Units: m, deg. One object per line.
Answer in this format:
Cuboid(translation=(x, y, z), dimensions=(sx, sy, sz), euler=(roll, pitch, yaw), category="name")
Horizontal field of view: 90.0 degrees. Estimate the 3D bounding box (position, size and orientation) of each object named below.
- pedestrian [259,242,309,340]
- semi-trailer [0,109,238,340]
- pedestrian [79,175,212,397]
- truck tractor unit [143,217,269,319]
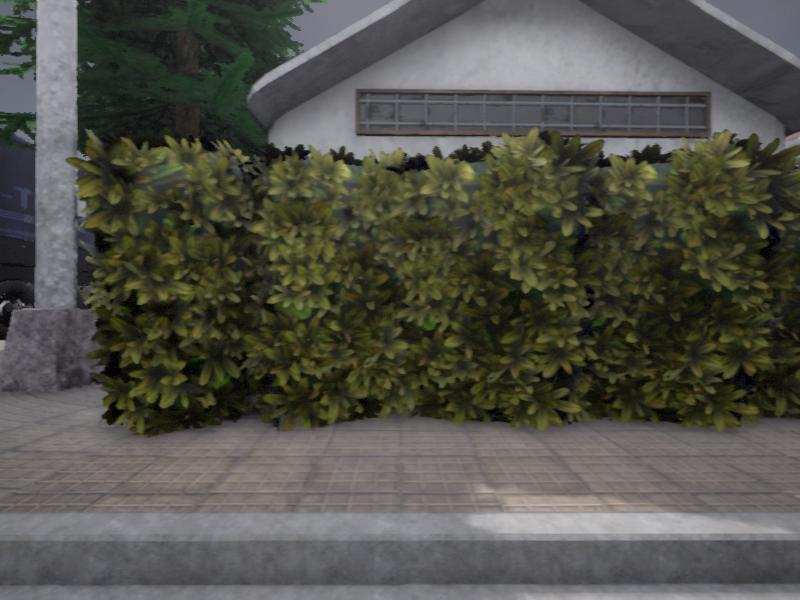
Cuboid(translation=(-2.288, -0.170, 7.983), dimensions=(0.751, 1.860, 0.751), euler=(0, 0, 4), category="pedestrian")
Cuboid(translation=(-8.996, -1.426, 11.819), dimensions=(2.717, 4.402, 14.254), euler=(0, 0, 0), category="semi-trailer")
Cuboid(translation=(-2.355, -0.119, 3.783), dimensions=(0.751, 1.860, 0.751), euler=(0, 0, 10), category="pedestrian")
Cuboid(translation=(-9.058, -1.324, 19.731), dimensions=(3.053, 4.208, 6.516), euler=(0, 0, 0), category="truck tractor unit")
